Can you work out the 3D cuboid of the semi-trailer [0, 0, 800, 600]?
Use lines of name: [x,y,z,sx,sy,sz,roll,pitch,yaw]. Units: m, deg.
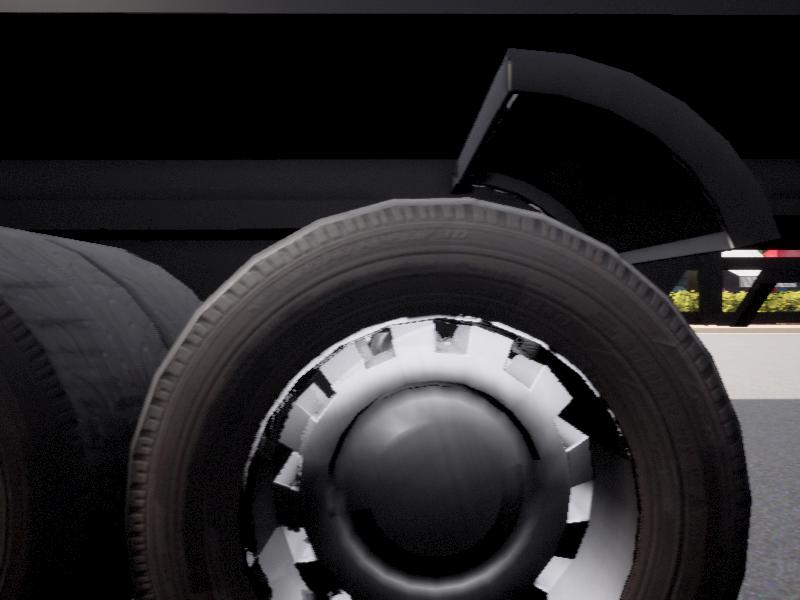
semi-trailer: [1.439,-1.218,2.012,14.254,4.402,2.717,0,0,-1]
